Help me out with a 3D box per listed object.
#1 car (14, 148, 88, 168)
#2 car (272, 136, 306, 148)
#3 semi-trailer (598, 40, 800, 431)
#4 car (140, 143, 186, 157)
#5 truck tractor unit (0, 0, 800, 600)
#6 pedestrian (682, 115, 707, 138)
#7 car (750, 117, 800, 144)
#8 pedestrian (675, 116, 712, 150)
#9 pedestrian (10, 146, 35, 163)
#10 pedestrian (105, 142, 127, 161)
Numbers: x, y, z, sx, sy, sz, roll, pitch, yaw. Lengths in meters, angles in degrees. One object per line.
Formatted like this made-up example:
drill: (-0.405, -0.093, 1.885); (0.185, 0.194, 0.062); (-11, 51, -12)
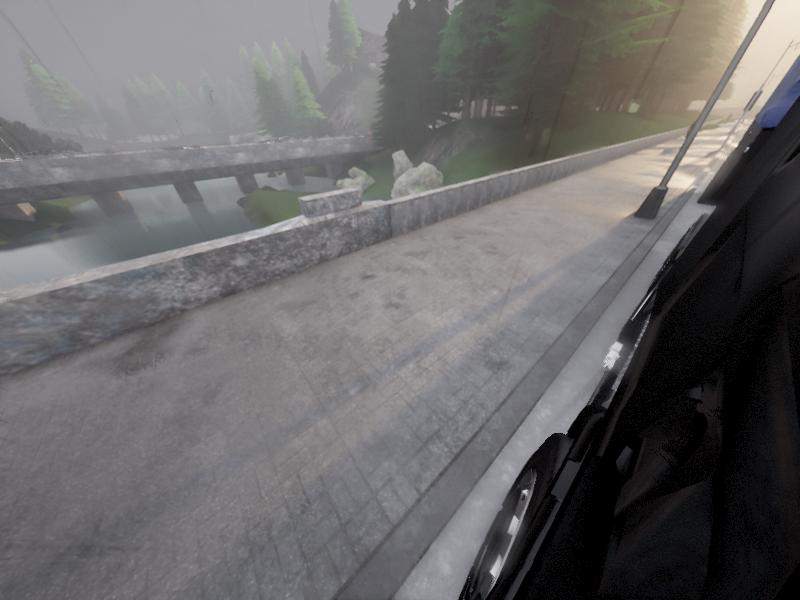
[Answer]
car: (-41.599, -17.084, 27.735); (4.514, 1.525, 2.007); (-28, 44, -30)
car: (-20.016, -28.594, 41.754); (4.892, 1.490, 1.837); (-28, 43, -30)
semi-trailer: (8.703, -3.604, 4.220); (14.254, 4.402, 2.717); (-28, 44, -30)
car: (-36.138, -22.989, 35.333); (4.674, 1.442, 1.812); (-28, 43, -29)
truck tractor unit: (2.645, -0.295, 0.351); (6.516, 4.208, 3.053); (-28, 44, -30)
pedestrian: (29.887, -17.598, 23.466); (0.751, 1.860, 0.751); (27, 46, 33)
car: (30.489, -13.706, 18.666); (3.988, 1.617, 1.851); (-29, 44, -30)
pedestrian: (20.260, -11.546, 16.001); (0.751, 1.860, 0.751); (24, 45, 31)
pedestrian: (-50.953, -19.606, 31.187); (0.751, 1.860, 0.751); (-28, 44, -30)
pedestrian: (-34.460, -18.049, 28.082); (0.751, 1.860, 0.751); (-20, 40, -21)
